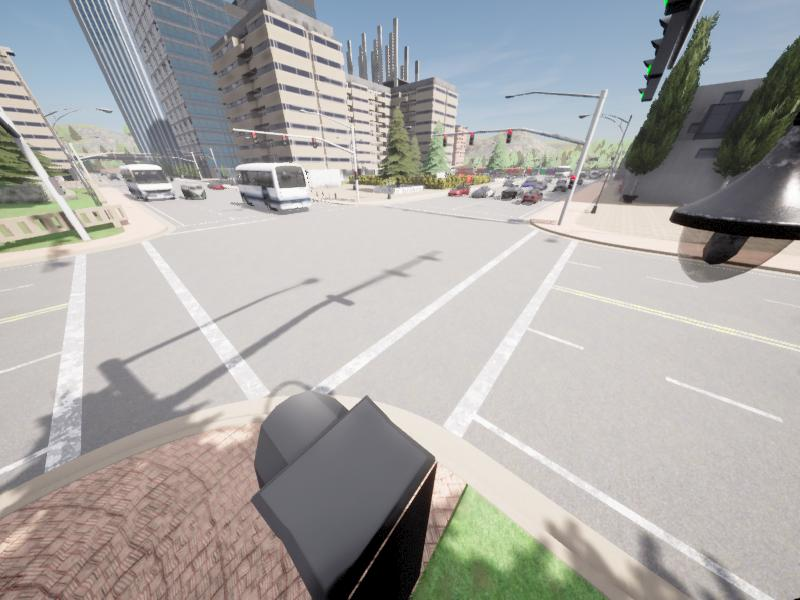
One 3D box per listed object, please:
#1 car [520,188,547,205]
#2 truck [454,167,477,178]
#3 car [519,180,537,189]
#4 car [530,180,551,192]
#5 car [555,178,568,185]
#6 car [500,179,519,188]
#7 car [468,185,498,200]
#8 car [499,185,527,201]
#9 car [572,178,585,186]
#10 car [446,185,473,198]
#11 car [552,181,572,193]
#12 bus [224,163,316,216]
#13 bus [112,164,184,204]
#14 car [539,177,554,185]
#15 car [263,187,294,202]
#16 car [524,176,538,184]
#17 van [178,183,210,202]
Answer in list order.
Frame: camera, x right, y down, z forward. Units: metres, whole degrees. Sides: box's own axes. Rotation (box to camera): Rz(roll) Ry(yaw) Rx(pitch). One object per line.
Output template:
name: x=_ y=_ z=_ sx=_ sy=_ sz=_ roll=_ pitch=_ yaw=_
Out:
car: x=16.679 y=-12.952 z=28.882 sx=1.789 sy=1.549 sz=3.705 roll=23 pitch=37 yaw=34
truck: x=27.882 y=-54.790 z=99.073 sx=8.468 sy=3.827 sz=2.891 roll=23 pitch=37 yaw=34
car: x=27.281 y=-24.662 z=49.267 sx=2.007 sy=1.525 sz=4.514 roll=23 pitch=37 yaw=34
car: x=26.662 y=-21.656 z=43.869 sx=2.033 sy=1.649 sz=4.856 roll=23 pitch=37 yaw=34
car: x=41.442 y=-30.345 z=59.174 sx=1.970 sy=1.475 sz=3.806 roll=23 pitch=37 yaw=34
car: x=24.113 y=-25.558 z=50.681 sx=2.038 sy=1.542 sz=4.974 roll=23 pitch=37 yaw=34
car: x=12.106 y=-15.661 z=33.600 sx=2.038 sy=1.542 sz=4.974 roll=23 pitch=37 yaw=34
car: x=16.340 y=-15.509 z=33.227 sx=1.930 sy=1.638 sz=5.238 roll=23 pitch=37 yaw=34
car: x=44.887 y=-29.733 z=57.975 sx=1.851 sy=1.617 sz=3.988 roll=23 pitch=37 yaw=34
car: x=9.137 y=-16.612 z=35.253 sx=2.007 sy=1.525 sz=4.514 roll=23 pitch=37 yaw=34
car: x=29.838 y=-20.801 z=42.443 sx=2.038 sy=1.542 sz=4.974 roll=23 pitch=37 yaw=34
bus: x=-13.964 y=-12.061 z=24.648 sx=10.273 sy=4.253 sz=3.944 roll=23 pitch=37 yaw=34
bus: x=-34.461 y=-16.056 z=31.567 sx=10.273 sy=4.253 sz=3.944 roll=21 pitch=36 yaw=32
car: x=38.721 y=-31.469 z=61.068 sx=2.128 sy=1.511 sz=4.902 roll=23 pitch=37 yaw=34
car: x=-16.466 y=-14.278 z=31.261 sx=4.193 sy=1.474 sz=1.816 roll=23 pitch=37 yaw=34
car: x=35.354 y=-32.274 z=62.259 sx=2.033 sy=1.649 sz=4.856 roll=23 pitch=37 yaw=34
van: x=-28.115 y=-14.714 z=31.506 sx=4.442 sy=1.987 sz=1.775 roll=21 pitch=36 yaw=32
